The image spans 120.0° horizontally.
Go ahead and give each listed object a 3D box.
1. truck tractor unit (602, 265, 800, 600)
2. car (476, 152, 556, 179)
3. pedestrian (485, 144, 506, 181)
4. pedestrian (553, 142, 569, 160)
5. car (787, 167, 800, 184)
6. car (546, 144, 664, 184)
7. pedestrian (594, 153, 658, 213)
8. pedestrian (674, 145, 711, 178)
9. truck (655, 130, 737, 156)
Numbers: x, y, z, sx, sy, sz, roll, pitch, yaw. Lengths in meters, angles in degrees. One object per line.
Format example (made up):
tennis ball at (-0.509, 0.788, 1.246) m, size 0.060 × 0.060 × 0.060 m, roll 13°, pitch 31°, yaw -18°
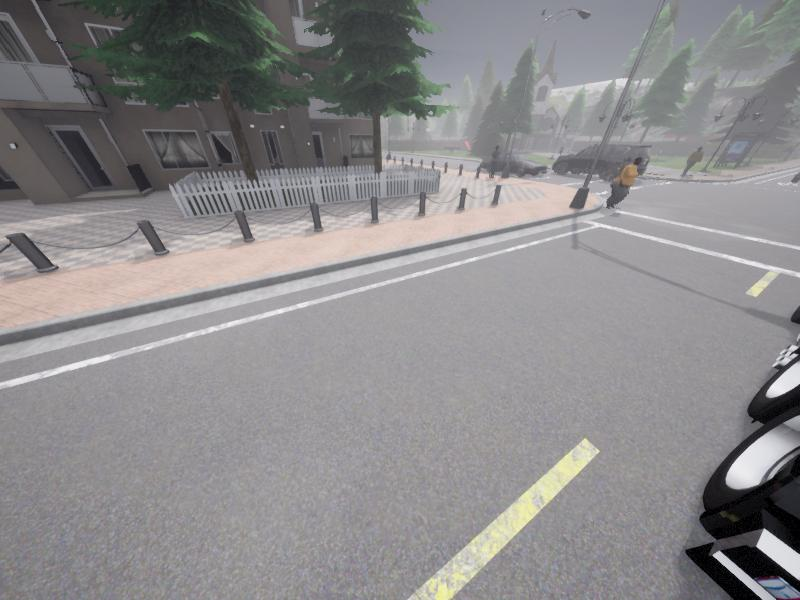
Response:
truck tractor unit at (5.112, -0.300, 0.778) m, size 6.516 × 4.208 × 3.053 m, roll -18°, pitch 39°, yaw -24°
car at (8.797, -10.722, 18.209) m, size 2.033 × 1.411 × 5.357 m, roll -17°, pitch 38°, yaw -23°
pedestrian at (5.807, -8.418, 14.163) m, size 0.751 × 1.860 × 0.751 m, roll 8°, pitch 36°, yaw 11°
pedestrian at (19.981, -18.431, 28.665) m, size 0.751 × 1.860 × 0.751 m, roll 0°, pitch 35°, yaw 0°
car at (27.952, -8.541, 15.108) m, size 3.705 × 1.549 × 1.789 m, roll -17°, pitch 38°, yaw -23°
car at (13.930, -9.789, 16.329) m, size 2.150 × 2.045 × 5.566 m, roll -15°, pitch 37°, yaw -21°
pedestrian at (8.260, -4.299, 8.546) m, size 0.751 × 1.860 × 0.751 m, roll -11°, pitch 36°, yaw -15°
pedestrian at (19.866, -9.420, 15.733) m, size 0.751 × 1.860 × 0.751 m, roll -29°, pitch 44°, yaw -35°
truck at (55.749, -29.919, 44.013) m, size 2.891 × 3.827 × 8.468 m, roll -17°, pitch 38°, yaw -23°
